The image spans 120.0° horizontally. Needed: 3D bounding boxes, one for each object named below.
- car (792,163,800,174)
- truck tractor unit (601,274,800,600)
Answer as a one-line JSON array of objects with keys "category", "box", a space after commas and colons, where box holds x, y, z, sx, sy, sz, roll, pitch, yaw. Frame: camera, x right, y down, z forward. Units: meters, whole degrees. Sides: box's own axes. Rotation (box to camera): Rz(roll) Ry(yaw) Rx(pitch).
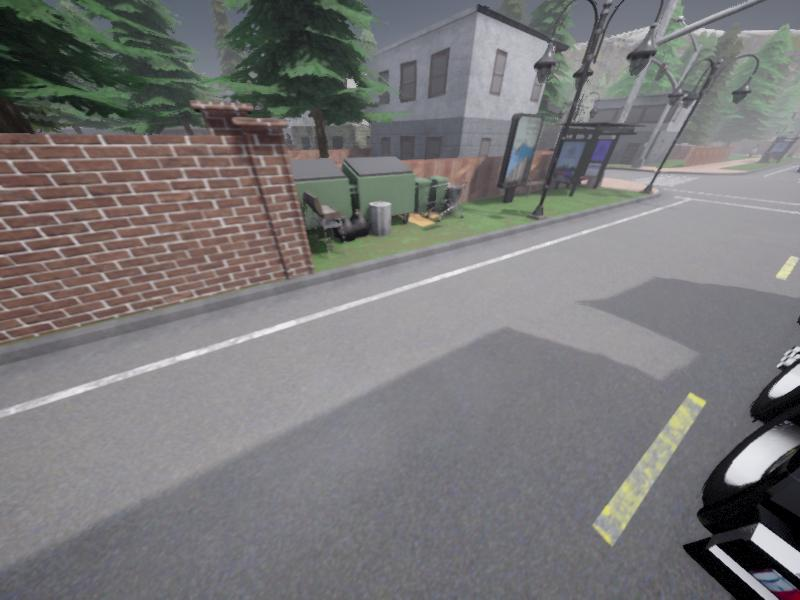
[{"category": "car", "box": [37.485, -12.073, 20.432, 5.357, 1.411, 2.033, -18, 39, -25]}, {"category": "truck tractor unit", "box": [5.123, -0.289, 0.756, 6.516, 4.208, 3.053, -18, 39, -23]}]
